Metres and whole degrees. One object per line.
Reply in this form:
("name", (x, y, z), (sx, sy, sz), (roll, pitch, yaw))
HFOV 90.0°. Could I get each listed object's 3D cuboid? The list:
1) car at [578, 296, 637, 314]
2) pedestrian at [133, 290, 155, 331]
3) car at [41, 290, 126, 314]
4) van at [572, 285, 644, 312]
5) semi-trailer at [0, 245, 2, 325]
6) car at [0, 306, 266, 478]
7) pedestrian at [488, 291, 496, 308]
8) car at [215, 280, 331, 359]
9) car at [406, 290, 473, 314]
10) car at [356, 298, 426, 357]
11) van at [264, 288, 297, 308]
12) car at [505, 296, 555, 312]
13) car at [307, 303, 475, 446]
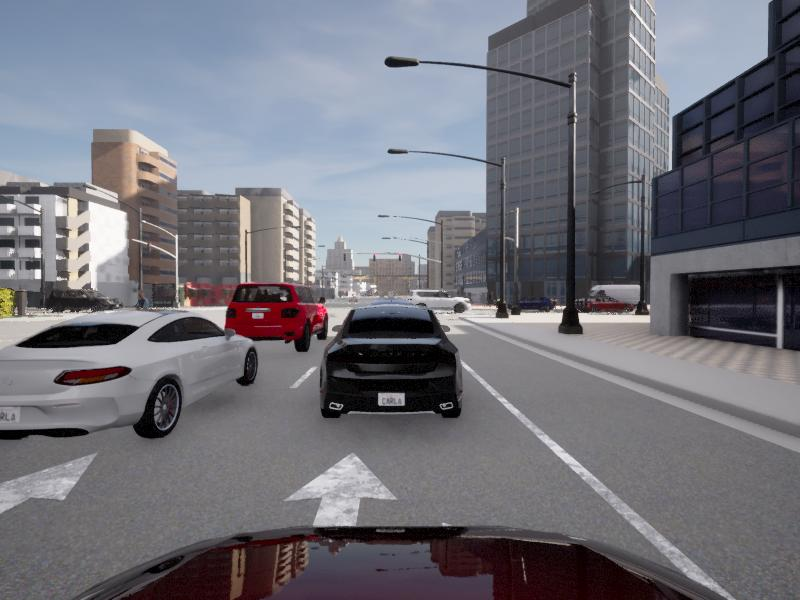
("car", (18.071, 0.439, 34.996), (4.193, 1.474, 1.816), (0, 1, -1))
("pedestrian", (-12.195, 0.478, 19.040), (0.751, 1.860, 0.751), (-1, 1, -40))
("car", (-27.019, 0.148, 34.301), (5.566, 2.045, 2.150), (0, 1, -1))
("van", (19.906, -0.155, 38.479), (5.915, 2.561, 1.988), (0, 1, -1))
("semi-trailer", (-27.667, -0.745, 17.580), (2.717, 4.402, 14.254), (1, 1, 41))
("car", (-3.631, 0.861, 5.908), (1.812, 1.442, 4.674), (0, 0, -1))
("pedestrian", (9.746, -0.063, 42.367), (0.751, 1.860, 0.751), (0, 1, 13))
("car", (-3.796, 0.479, 13.206), (2.150, 2.045, 5.566), (0, 1, -1))
("car", (3.349, 0.154, 34.919), (5.566, 2.045, 2.150), (1, 1, 0))
("car", (-0.289, 0.737, 13.310), (1.882, 1.535, 5.008), (0, 1, -1))
("van", (-15.145, -0.233, 51.184), (2.351, 2.431, 6.366), (0, 0, -1))
("car", (12.427, 0.376, 38.379), (4.193, 1.474, 1.816), (0, 1, -1))
("car", (-0.149, 0.835, 6.827), (1.837, 1.490, 4.892), (0, 0, -1))
